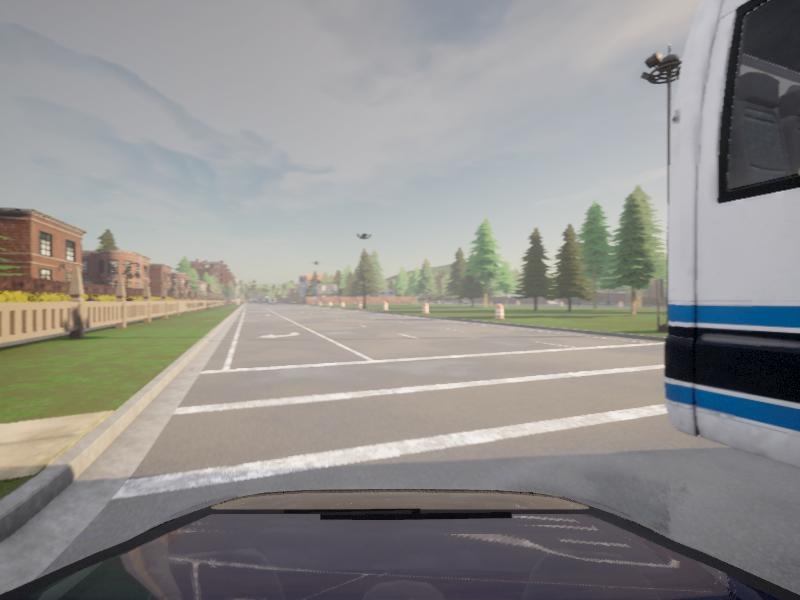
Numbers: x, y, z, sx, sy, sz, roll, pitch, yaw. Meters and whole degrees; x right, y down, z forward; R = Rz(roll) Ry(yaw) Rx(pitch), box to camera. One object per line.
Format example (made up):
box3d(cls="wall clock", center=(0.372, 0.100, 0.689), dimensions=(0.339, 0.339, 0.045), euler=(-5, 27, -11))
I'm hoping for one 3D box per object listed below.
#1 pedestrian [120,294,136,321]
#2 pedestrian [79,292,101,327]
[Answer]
box3d(cls="pedestrian", center=(-18.871, 0.509, 27.776), dimensions=(0.751, 1.860, 0.751), euler=(0, 0, -22))
box3d(cls="pedestrian", center=(-17.041, 0.510, 22.000), dimensions=(0.751, 1.860, 0.751), euler=(0, 0, -18))
